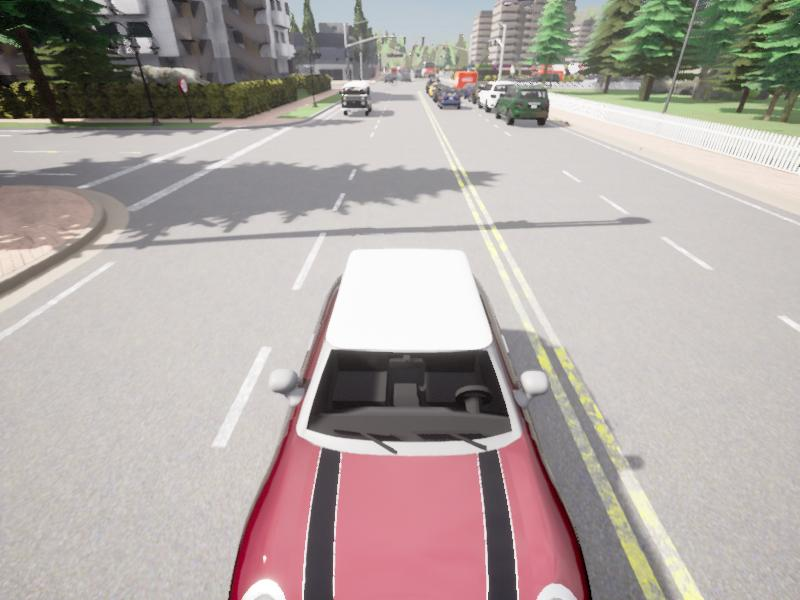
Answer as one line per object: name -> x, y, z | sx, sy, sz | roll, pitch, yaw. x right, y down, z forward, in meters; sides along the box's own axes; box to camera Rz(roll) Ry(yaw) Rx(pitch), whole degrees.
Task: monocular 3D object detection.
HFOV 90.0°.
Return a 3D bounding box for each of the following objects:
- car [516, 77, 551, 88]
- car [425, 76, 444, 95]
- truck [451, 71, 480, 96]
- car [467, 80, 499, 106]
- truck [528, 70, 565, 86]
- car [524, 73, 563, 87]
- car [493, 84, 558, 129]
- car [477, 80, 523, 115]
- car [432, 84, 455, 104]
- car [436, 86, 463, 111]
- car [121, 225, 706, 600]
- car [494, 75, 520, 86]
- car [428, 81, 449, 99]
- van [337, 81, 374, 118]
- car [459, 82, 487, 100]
car -> 21.585, -35.294, 64.961 | 4.792, 1.488, 2.163 | 0, 30, -1
car -> 4.280, -27.027, 50.367 | 1.932, 1.855, 4.605 | 0, 30, 1
truck -> 7.746, -25.975, 47.994 | 2.627, 2.467, 5.204 | 1, 30, 1
car -> 7.581, -19.204, 37.002 | 1.932, 1.855, 4.605 | 0, 30, 1
truck -> 25.824, -39.274, 70.808 | 5.204, 2.467, 2.627 | 0, 30, -1
car -> 24.299, -37.320, 67.871 | 5.566, 2.045, 2.150 | 0, 30, -1
car -> 7.399, -11.929, 24.397 | 2.150, 2.045, 5.566 | 0, 30, 0
car -> 7.487, -15.616, 30.701 | 2.150, 2.045, 5.566 | 0, 30, 1
car -> 4.097, -19.772, 38.361 | 1.816, 1.474, 4.193 | 0, 30, 1
car -> 4.019, -16.616, 32.886 | 1.789, 1.549, 3.705 | 0, 30, 1
car -> 0.063, 0.753, 3.251 | 1.970, 1.475, 3.806 | 0, 30, 0
car -> 19.033, -38.911, 71.008 | 3.988, 1.617, 1.851 | 1, 30, 1
car -> 4.188, -23.342, 44.362 | 1.801, 1.575, 5.366 | 0, 30, 1
van -> -3.046, -14.331, 28.473 | 2.069, 2.038, 4.480 | 0, 30, 0
car -> 7.664, -22.329, 42.739 | 2.163, 1.488, 4.792 | 0, 30, 1
